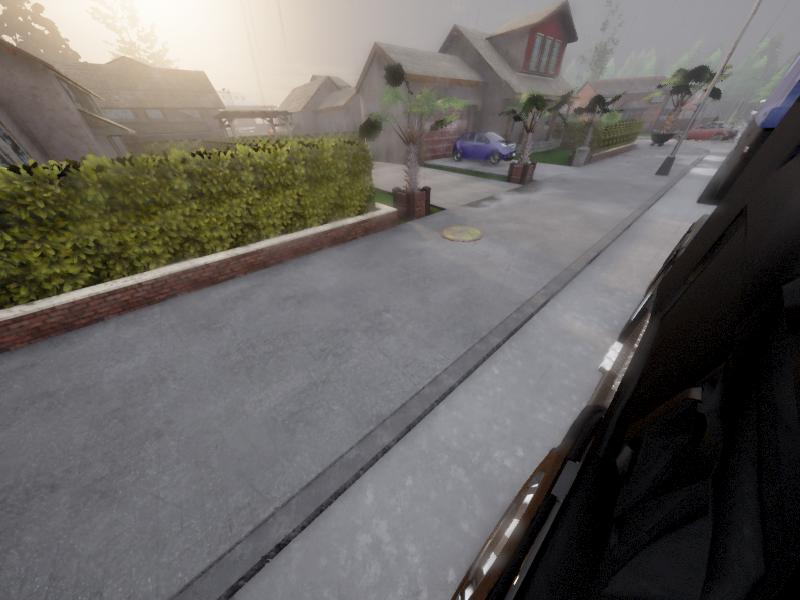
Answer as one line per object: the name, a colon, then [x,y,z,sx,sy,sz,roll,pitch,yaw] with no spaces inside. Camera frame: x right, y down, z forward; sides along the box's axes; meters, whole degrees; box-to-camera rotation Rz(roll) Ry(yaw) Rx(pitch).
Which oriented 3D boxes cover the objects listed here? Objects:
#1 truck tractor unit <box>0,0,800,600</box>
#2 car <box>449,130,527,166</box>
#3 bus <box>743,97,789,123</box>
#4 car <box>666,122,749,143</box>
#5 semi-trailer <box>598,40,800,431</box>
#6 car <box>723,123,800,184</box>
truck tractor unit: [2.645,-0.295,0.351,6.516,4.208,3.053,-28,44,-30]
car: [4.980,-8.957,13.509,1.845,1.501,3.633,-30,45,-32]
bus: [85.852,-44.631,54.385,10.273,4.253,3.944,-28,44,-30]
car: [28.948,-15.906,21.953,1.994,1.385,4.181,-17,39,-19]
semi-trailer: [8.693,-3.610,4.231,14.254,4.402,2.717,-28,44,-30]
car: [16.098,-6.405,9.849,5.238,1.638,1.930,-28,44,-30]
